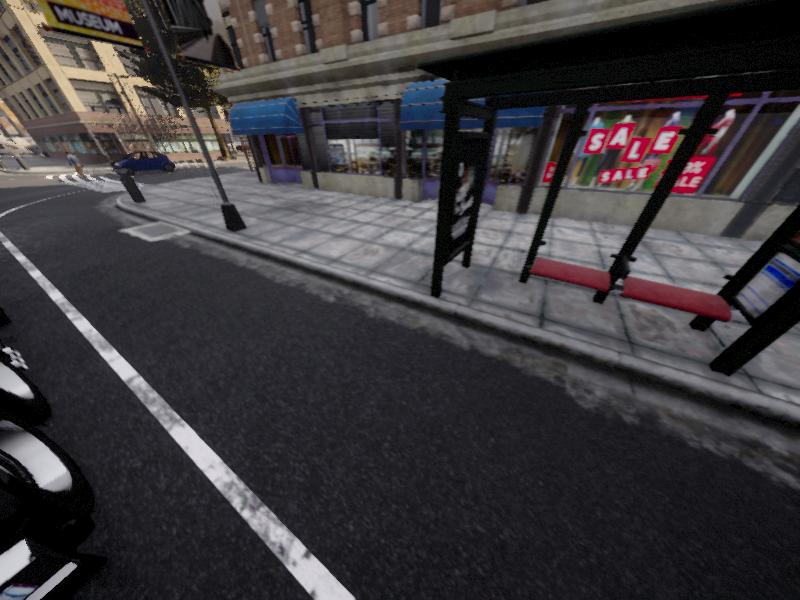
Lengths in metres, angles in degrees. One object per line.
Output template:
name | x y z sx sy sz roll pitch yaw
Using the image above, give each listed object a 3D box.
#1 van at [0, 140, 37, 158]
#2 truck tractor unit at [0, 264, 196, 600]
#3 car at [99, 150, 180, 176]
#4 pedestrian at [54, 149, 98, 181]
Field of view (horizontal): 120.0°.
van | -70.796 -26.808 41.099 1.988 2.561 5.915 18 39 25
truck tractor unit | -5.114 -0.295 0.794 6.516 4.208 3.053 18 39 24
car | -22.187 -11.826 19.869 1.851 1.617 3.988 20 40 26
pedestrian | -22.558 -9.412 16.134 0.751 1.860 0.751 4 35 6
